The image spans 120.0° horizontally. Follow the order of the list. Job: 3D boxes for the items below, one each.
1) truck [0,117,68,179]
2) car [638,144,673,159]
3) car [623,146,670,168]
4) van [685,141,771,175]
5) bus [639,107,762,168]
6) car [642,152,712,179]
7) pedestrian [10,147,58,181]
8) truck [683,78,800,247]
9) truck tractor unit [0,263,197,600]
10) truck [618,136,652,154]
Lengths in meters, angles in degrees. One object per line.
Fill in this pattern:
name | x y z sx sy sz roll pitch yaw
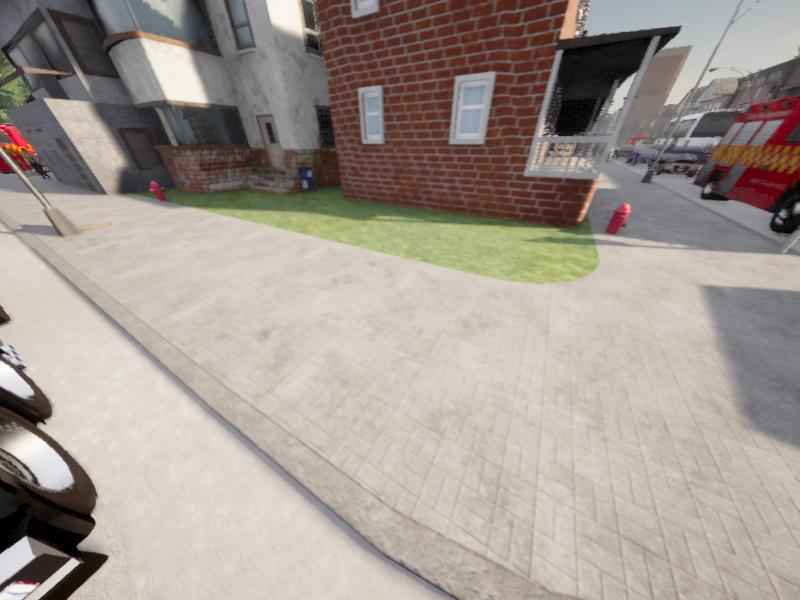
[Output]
truck | -31.602 -11.124 16.946 2.891 3.827 8.468 -9 36 -11
car | 35.362 -20.769 32.179 2.007 1.525 4.514 18 39 24
car | 24.165 -14.229 22.877 1.882 1.535 5.008 18 39 24
van | 25.829 -11.521 18.531 2.069 2.038 4.480 18 39 24
bus | 30.279 -16.990 24.412 3.944 4.253 10.273 18 39 24
car | 19.885 -9.904 16.853 1.994 1.385 4.181 18 39 25
pedestrian | -24.093 -8.966 15.254 0.751 1.860 0.751 -27 43 -33
truck | 13.371 -4.461 6.936 2.891 3.827 8.468 18 39 25
truck tractor unit | -5.115 -0.297 0.780 6.516 4.208 3.053 18 39 24
truck | 42.835 -28.451 42.322 2.627 2.467 5.204 17 38 23
